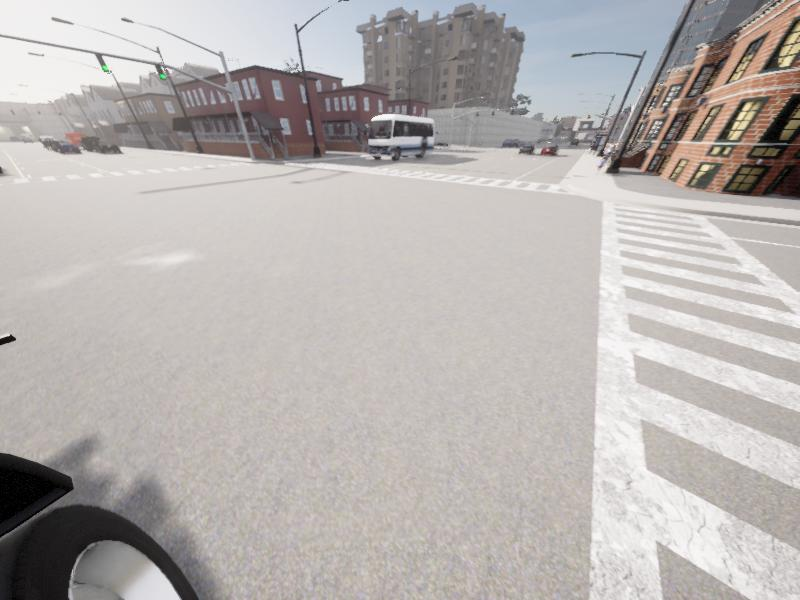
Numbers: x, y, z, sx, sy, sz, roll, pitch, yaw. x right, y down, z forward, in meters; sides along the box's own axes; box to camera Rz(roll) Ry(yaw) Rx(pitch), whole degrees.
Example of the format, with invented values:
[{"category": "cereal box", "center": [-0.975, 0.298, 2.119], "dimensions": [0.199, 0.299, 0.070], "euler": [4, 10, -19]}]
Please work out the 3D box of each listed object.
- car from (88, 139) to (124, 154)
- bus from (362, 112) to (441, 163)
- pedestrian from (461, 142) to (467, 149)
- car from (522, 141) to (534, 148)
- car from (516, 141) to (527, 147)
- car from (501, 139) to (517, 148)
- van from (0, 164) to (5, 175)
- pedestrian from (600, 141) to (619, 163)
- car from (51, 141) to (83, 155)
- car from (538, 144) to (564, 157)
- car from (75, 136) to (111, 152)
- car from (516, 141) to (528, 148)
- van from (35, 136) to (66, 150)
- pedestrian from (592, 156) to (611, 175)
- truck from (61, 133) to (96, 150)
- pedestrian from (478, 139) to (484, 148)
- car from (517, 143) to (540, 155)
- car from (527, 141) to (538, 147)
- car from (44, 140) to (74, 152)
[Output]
[{"category": "car", "center": [-43.566, -22.761, 34.194], "dimensions": [4.553, 1.767, 2.097], "euler": [22, 41, 28]}, {"category": "bus", "center": [0.585, -19.525, 27.892], "dimensions": [3.944, 4.253, 10.273], "euler": [22, 41, 28]}, {"category": "pedestrian", "center": [15.294, -36.950, 55.223], "dimensions": [0.751, 1.300, 0.751], "euler": [-17, 39, -23]}, {"category": "car", "center": [36.524, -44.490, 65.959], "dimensions": [1.882, 1.535, 5.008], "euler": [22, 41, 28]}, {"category": "car", "center": [38.613, -49.687, 73.421], "dimensions": [1.812, 1.442, 4.674], "euler": [22, 41, 28]}, {"category": "car", "center": [29.581, -42.523, 62.670], "dimensions": [2.150, 2.045, 5.566], "euler": [22, 41, 28]}, {"category": "van", "center": [-30.213, -10.222, 15.905], "dimensions": [5.915, 2.561, 1.988], "euler": [22, 41, 28]}, {"category": "pedestrian", "center": [21.617, -15.295, 23.862], "dimensions": [0.751, 1.860, 0.751], "euler": [24, 41, 29]}, {"category": "car", "center": [-48.164, -22.024, 33.410], "dimensions": [4.674, 1.442, 1.812], "euler": [22, 41, 28]}, {"category": "car", "center": [23.333, -23.147, 35.641], "dimensions": [2.163, 1.488, 4.792], "euler": [24, 42, 30]}, {"category": "car", "center": [-50.898, -25.842, 38.278], "dimensions": [5.566, 2.045, 2.150], "euler": [23, 41, 28]}, {"category": "car", "center": [32.014, -40.806, 60.668], "dimensions": [1.789, 1.549, 3.705], "euler": [22, 41, 28]}, {"category": "van", "center": [-63.736, -28.628, 42.109], "dimensions": [4.480, 2.038, 2.069], "euler": [22, 41, 28]}, {"category": "pedestrian", "center": [13.954, -9.347, 16.020], "dimensions": [0.500, 1.100, 0.500], "euler": [15, 38, 19]}, {"category": "truck", "center": [-61.039, -30.139, 43.890], "dimensions": [5.204, 2.467, 2.627], "euler": [22, 41, 28]}, {"category": "pedestrian", "center": [21.592, -41.632, 61.459], "dimensions": [0.751, 1.860, 0.751], "euler": [-16, 38, -21]}, {"category": "car", "center": [21.085, -24.783, 37.911], "dimensions": [2.128, 1.511, 4.902], "euler": [22, 41, 28]}, {"category": "car", "center": [40.998, -48.099, 71.241], "dimensions": [1.970, 1.475, 3.806], "euler": [22, 41, 28]}, {"category": "car", "center": [-54.819, -24.814, 37.161], "dimensions": [3.988, 1.617, 1.851], "euler": [22, 41, 28]}]
